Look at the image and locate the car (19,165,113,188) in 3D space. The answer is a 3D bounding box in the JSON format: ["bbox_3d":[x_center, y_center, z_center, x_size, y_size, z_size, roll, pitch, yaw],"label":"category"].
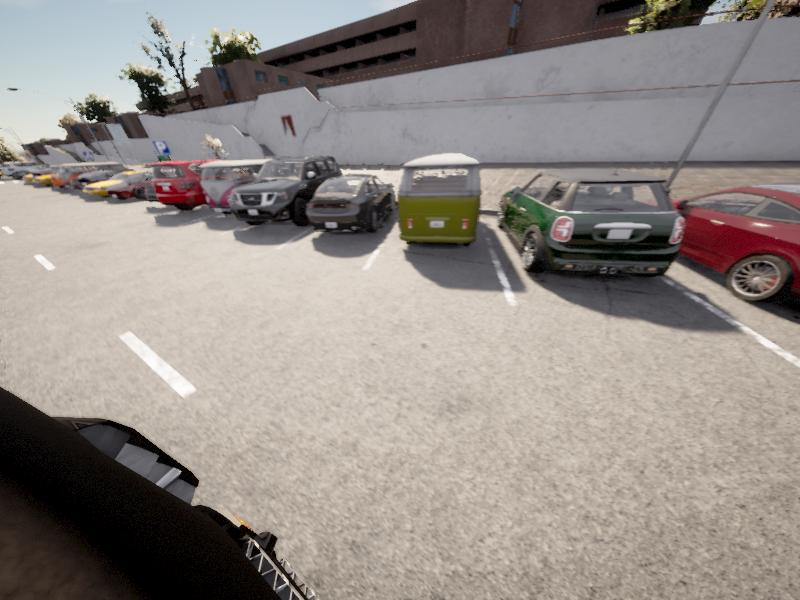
[{"bbox_3d":[-35.042,-13.235,24.602,1.946,1.575,5.366,5,34,9],"label":"car"}]

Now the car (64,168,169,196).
[{"bbox_3d":[-22.090,-9.483,18.397,2.163,1.488,4.792,4,34,9],"label":"car"}]

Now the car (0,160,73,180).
[{"bbox_3d":[-53.095,-18.952,33.588,2.435,2.045,5.566,4,34,9],"label":"car"}]

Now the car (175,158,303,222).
[{"bbox_3d":[-6.613,-5.130,10.370,1.878,1.987,4.442,4,33,9],"label":"car"}]

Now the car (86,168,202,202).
[{"bbox_3d":[-16.926,-7.941,15.767,2.163,1.488,4.792,4,34,9],"label":"car"}]

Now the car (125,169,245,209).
[{"bbox_3d":[-11.758,-6.453,13.206,2.002,1.452,4.674,4,33,10],"label":"car"}]

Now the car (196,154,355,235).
[{"bbox_3d":[-4.017,-4.461,9.129,2.435,2.045,5.566,4,33,9],"label":"car"}]

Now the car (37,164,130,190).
[{"bbox_3d":[-29.856,-11.876,22.110,2.185,1.767,4.553,4,34,9],"label":"car"}]

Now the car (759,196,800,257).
[{"bbox_3d":[8.917,-0.529,2.776,2.163,1.488,4.792,4,33,9],"label":"car"}]

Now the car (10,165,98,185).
[{"bbox_3d":[-40.208,-14.786,27.152,1.946,1.575,5.366,5,34,9],"label":"car"}]

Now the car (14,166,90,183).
[{"bbox_3d":[-42.763,-15.621,28.602,2.002,1.452,4.674,4,34,9],"label":"car"}]

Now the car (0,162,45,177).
[{"bbox_3d":[-66.022,-22.648,39.905,1.878,1.987,4.442,4,34,9],"label":"car"}]

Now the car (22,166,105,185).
[{"bbox_3d":[-37.593,-14.101,26.072,2.163,1.488,4.792,4,34,9],"label":"car"}]

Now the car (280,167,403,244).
[{"bbox_3d":[-1.430,-3.524,7.987,2.231,1.521,4.892,4,33,10],"label":"car"}]

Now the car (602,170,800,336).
[{"bbox_3d":[6.315,-1.277,4.112,2.002,1.452,4.674,4,33,10],"label":"car"}]

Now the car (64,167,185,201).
[{"bbox_3d":[-19.534,-8.637,16.911,1.946,1.575,5.366,4,34,9],"label":"car"}]

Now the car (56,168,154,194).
[{"bbox_3d":[-24.679,-10.219,19.659,2.002,1.452,4.674,4,34,9],"label":"car"}]

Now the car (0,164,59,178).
[{"bbox_3d":[-60.804,-21.111,37.704,1.946,1.575,5.366,4,34,9],"label":"car"}]

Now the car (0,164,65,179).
[{"bbox_3d":[-55.665,-19.489,34.987,2.097,1.535,5.008,5,34,9],"label":"car"}]

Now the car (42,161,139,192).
[{"bbox_3d":[-27.276,-11.141,20.701,1.878,1.987,4.442,5,34,9],"label":"car"}]

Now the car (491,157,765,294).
[{"bbox_3d":[3.725,-2.140,5.299,2.185,1.767,4.553,4,33,10],"label":"car"}]

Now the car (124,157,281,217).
[{"bbox_3d":[-9.181,-5.971,11.778,2.435,2.045,5.566,4,33,10],"label":"car"}]

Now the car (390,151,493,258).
[{"bbox_3d":[1.164,-3.042,6.665,1.878,1.987,4.442,4,33,10],"label":"car"}]

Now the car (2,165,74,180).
[{"bbox_3d":[-50.498,-17.963,32.425,2.231,1.521,4.892,5,34,9],"label":"car"}]

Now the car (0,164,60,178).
[{"bbox_3d":[-58.256,-20.244,36.264,2.231,1.521,4.892,4,34,9],"label":"car"}]
